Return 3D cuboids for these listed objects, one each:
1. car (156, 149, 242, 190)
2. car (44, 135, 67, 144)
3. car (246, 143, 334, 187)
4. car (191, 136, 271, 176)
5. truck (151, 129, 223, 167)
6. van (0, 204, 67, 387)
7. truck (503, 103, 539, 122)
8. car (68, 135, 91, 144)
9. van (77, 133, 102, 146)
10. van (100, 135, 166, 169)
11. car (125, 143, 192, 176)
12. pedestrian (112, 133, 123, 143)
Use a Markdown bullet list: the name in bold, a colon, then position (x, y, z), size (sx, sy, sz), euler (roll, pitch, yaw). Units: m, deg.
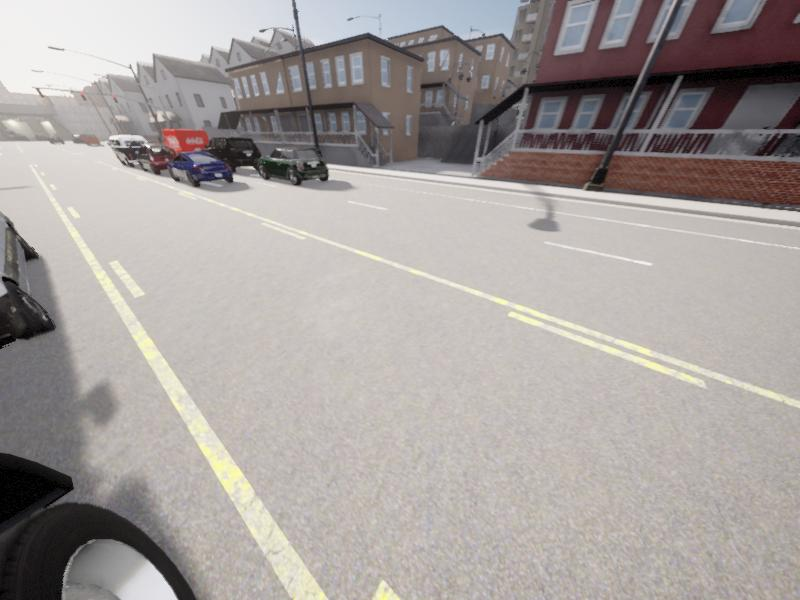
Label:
- **car**: position (-10.844, -7.133, 12.448), size (4.674, 1.442, 1.812), euler (23, 41, 28)
- **car**: position (-75.066, -34.899, 50.327), size (4.514, 1.525, 2.007), euler (23, 41, 28)
- **car**: position (-6.228, -7.804, 13.166), size (4.553, 1.767, 2.097), euler (23, 41, 28)
- **car**: position (-12.078, -10.420, 16.522), size (5.566, 2.045, 2.150), euler (24, 41, 29)
- **truck**: position (-18.484, -13.289, 20.077), size (5.204, 2.467, 2.627), euler (24, 42, 29)
- **van**: position (-6.993, -0.893, 2.811), size (5.915, 2.561, 1.988), euler (23, 41, 28)
- **truck**: position (26.328, -40.775, 50.262), size (6.274, 2.098, 2.390), euler (33, 45, 20)
- **car**: position (-72.855, -36.496, 52.527), size (4.611, 1.667, 2.242), euler (23, 41, 28)
- **van**: position (-60.865, -31.496, 45.331), size (4.442, 1.987, 1.775), euler (23, 41, 28)
- **van**: position (-21.332, -11.917, 18.472), size (4.480, 2.038, 2.069), euler (23, 41, 28)
- **car**: position (-16.376, -9.598, 15.675), size (3.988, 1.617, 1.851), euler (23, 41, 28)
- **pedestrian**: position (-66.213, -37.914, 54.055), size (0.751, 1.860, 0.751), euler (22, 41, 27)
